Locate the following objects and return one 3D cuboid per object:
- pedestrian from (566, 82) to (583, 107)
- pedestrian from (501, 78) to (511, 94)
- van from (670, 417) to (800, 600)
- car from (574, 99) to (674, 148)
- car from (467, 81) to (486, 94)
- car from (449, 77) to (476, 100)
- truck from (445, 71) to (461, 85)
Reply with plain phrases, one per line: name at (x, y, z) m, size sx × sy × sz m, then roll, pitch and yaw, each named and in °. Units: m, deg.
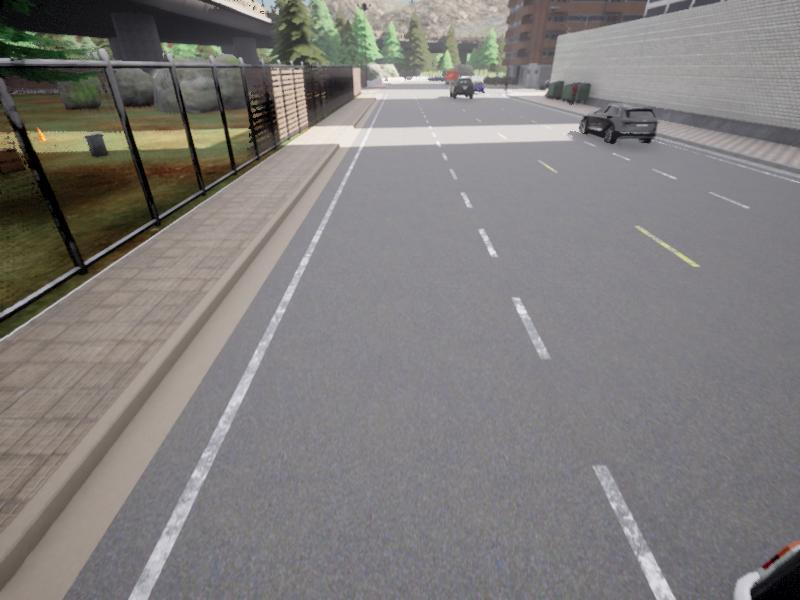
pedestrian at (14.880, -17.567, 34.132) m, size 0.751 × 1.860 × 0.751 m, roll 0°, pitch 30°, yaw 1°
pedestrian at (14.234, -28.658, 53.646) m, size 0.751 × 1.860 × 0.751 m, roll -13°, pitch 33°, yaw -22°
van at (2.923, 2.218, 0.219) m, size 2.069 × 2.038 × 4.480 m, roll -3°, pitch 30°, yaw -5°
car at (10.528, -8.651, 19.357) m, size 2.033 × 1.649 × 4.856 m, roll 0°, pitch 30°, yaw 0°
car at (10.559, -29.546, 55.485) m, size 1.816 × 1.474 × 4.193 m, roll 0°, pitch 30°, yaw 0°
car at (7.053, -24.249, 45.802) m, size 2.150 × 2.045 × 5.566 m, roll 0°, pitch 30°, yaw 0°
truck at (11.293, -47.240, 84.977) m, size 2.627 × 2.467 × 5.204 m, roll 7°, pitch 31°, yaw 12°
